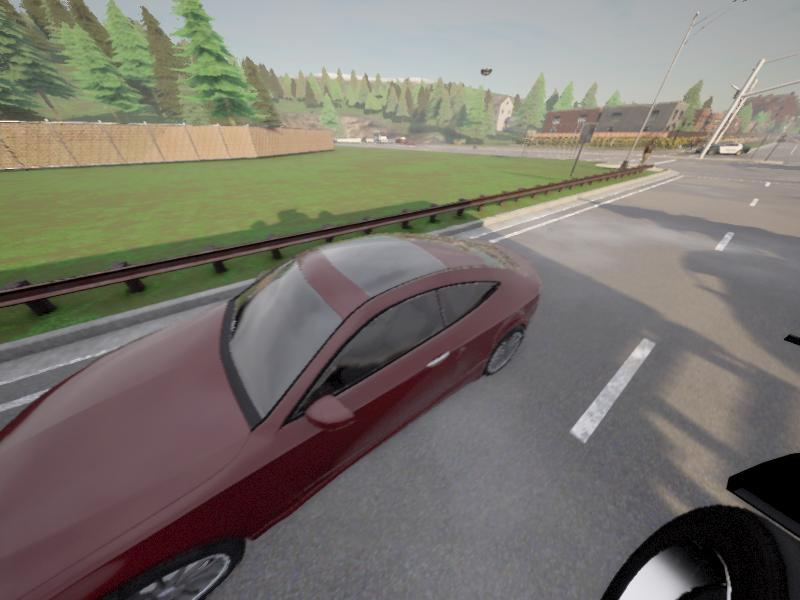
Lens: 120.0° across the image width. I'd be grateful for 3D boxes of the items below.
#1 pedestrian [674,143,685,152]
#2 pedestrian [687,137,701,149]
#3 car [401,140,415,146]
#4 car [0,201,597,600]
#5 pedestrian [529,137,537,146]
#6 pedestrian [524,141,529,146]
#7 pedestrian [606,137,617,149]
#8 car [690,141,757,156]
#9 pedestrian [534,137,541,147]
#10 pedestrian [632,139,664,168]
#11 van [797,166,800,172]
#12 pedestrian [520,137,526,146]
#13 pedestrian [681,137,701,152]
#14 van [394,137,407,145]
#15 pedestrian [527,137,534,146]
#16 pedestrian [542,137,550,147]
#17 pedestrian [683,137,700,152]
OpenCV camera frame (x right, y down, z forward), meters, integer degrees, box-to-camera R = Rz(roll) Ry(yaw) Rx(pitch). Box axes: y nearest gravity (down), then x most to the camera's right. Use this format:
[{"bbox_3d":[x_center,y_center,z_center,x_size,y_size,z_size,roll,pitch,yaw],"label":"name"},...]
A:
[{"bbox_3d":[42.407,-23.114,35.035,0.500,1.100,0.500,-23,41,-29],"label":"pedestrian"},{"bbox_3d":[53.692,-28.718,42.226,0.751,1.860,0.751,-30,45,-35],"label":"pedestrian"},{"bbox_3d":[2.365,-46.703,68.704,1.994,1.385,4.181,-22,41,-27],"label":"car"},{"bbox_3d":[-0.428,0.265,2.273,4.674,1.442,1.812,-22,41,-28],"label":"car"},{"bbox_3d":[32.172,-38.268,55.861,0.751,1.860,0.751,-4,35,-5],"label":"pedestrian"},{"bbox_3d":[31.214,-38.583,56.970,0.500,1.100,0.500,-20,40,-26],"label":"pedestrian"},{"bbox_3d":[41.310,-30.703,45.110,0.751,1.860,0.751,-22,41,-28],"label":"pedestrian"},{"bbox_3d":[43.748,-20.601,31.408,4.974,1.542,2.038,7,36,10],"label":"car"},{"bbox_3d":[32.741,-37.708,55.066,0.751,1.860,0.751,-22,41,-27],"label":"pedestrian"},{"bbox_3d":[19.236,-11.403,17.973,0.751,1.860,0.751,-1,35,0],"label":"pedestrian"},{"bbox_3d":[32.252,-10.816,17.254,4.442,1.987,1.775,-22,41,-28],"label":"van"},{"bbox_3d":[30.565,-39.408,57.483,0.751,1.860,0.751,2,35,3],"label":"pedestrian"},{"bbox_3d":[43.471,-23.257,34.528,0.751,1.860,0.751,-1,35,-2],"label":"pedestrian"},{"bbox_3d":[0.252,-52.330,76.089,2.069,2.038,4.480,-22,41,-27],"label":"van"},{"bbox_3d":[31.657,-38.487,56.173,0.751,1.860,0.751,1,35,2],"label":"pedestrian"},{"bbox_3d":[33.949,-36.745,53.697,0.751,1.860,0.751,-21,40,-27],"label":"pedestrian"},{"bbox_3d":[44.469,-23.809,35.294,0.751,1.860,0.751,-22,41,-28],"label":"pedestrian"}]
